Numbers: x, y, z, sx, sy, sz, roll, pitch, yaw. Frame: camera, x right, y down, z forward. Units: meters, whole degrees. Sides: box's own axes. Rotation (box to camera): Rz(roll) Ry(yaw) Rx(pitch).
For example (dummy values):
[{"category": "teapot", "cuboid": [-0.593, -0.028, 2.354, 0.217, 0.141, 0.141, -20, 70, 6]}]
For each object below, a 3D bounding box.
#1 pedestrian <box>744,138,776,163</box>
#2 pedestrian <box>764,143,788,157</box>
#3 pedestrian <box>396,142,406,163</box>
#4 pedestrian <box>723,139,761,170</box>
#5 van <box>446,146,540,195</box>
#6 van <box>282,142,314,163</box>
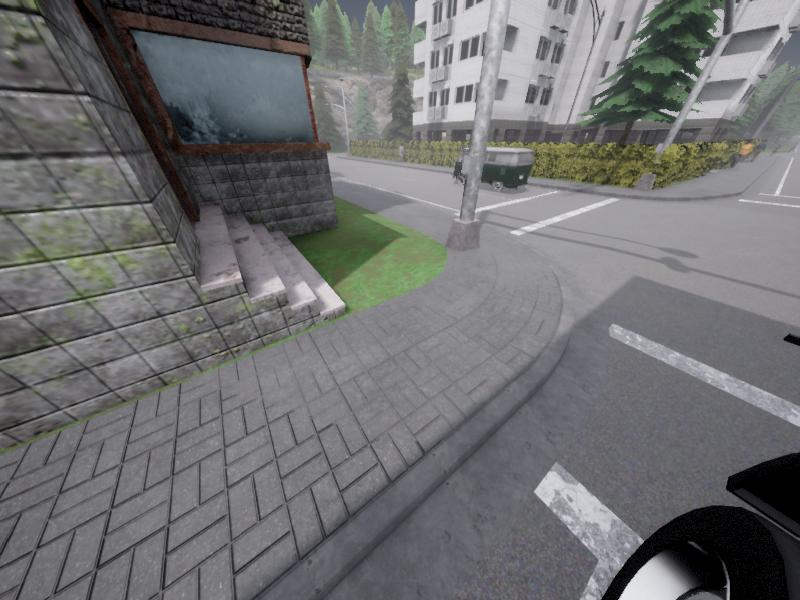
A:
[{"category": "pedestrian", "cuboid": [33.097, -13.756, 21.276, 0.751, 1.860, 0.751, -25, 42, -31]}, {"category": "pedestrian", "cuboid": [45.001, -17.964, 27.648, 0.751, 1.300, 0.751, -11, 37, -15]}, {"category": "pedestrian", "cuboid": [0.157, -15.827, 24.784, 0.751, 1.860, 0.751, -25, 42, -31]}, {"category": "pedestrian", "cuboid": [25.271, -10.789, 17.121, 0.751, 1.860, 0.751, -27, 43, -32]}, {"category": "van", "cuboid": [4.954, -7.492, 13.102, 1.775, 1.987, 4.442, -22, 41, -28]}, {"category": "van", "cuboid": [-12.571, -18.213, 28.425, 2.069, 2.038, 4.480, -22, 40, -28]}]
